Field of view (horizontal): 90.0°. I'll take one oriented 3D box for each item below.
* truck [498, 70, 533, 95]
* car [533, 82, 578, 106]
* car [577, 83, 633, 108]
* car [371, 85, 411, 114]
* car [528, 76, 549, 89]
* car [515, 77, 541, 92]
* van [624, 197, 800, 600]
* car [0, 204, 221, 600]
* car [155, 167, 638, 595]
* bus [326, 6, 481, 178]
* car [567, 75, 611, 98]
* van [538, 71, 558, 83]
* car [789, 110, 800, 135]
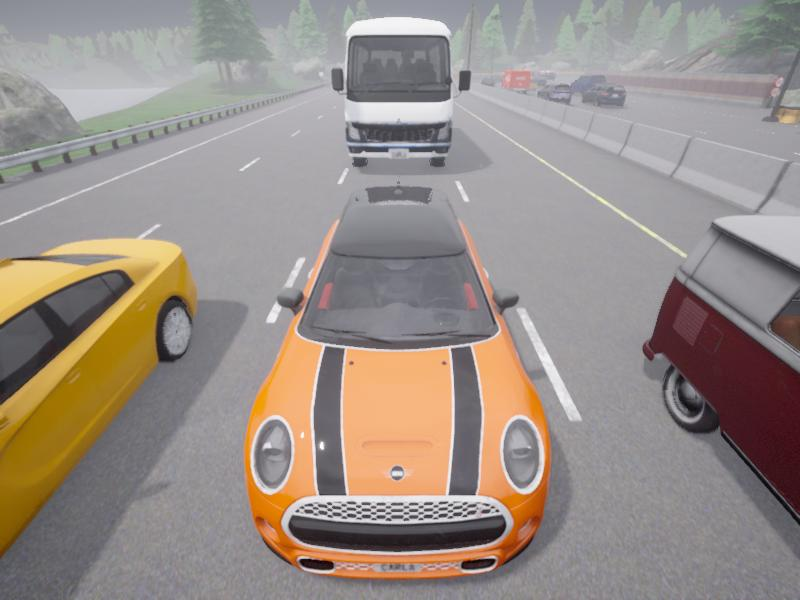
[{"bbox_3d":[13.792,-26.238,48.177,2.627,2.467,5.204,0,30,0],"label":"truck"},{"bbox_3d":[13.850,-18.564,35.960,2.033,1.649,4.856,0,30,0],"label":"car"},{"bbox_3d":[17.360,-17.544,34.178,2.242,1.667,4.611,0,30,0],"label":"car"},{"bbox_3d":[-0.575,-15.403,30.535,2.242,1.667,4.611,5,31,8],"label":"car"},{"bbox_3d":[20.788,-32.726,60.195,1.837,1.490,4.892,2,30,3],"label":"car"},{"bbox_3d":[17.264,-29.272,54.261,1.801,1.575,5.366,0,30,0],"label":"car"},{"bbox_3d":[3.485,1.048,2.218,1.775,1.987,4.442,0,30,0],"label":"van"},{"bbox_3d":[-3.516,0.723,3.211,1.882,1.535,5.008,0,30,0],"label":"car"},{"bbox_3d":[-0.018,0.025,4.149,2.097,1.767,4.553,0,30,0],"label":"car"},{"bbox_3d":[0.067,-8.147,15.643,3.944,4.253,10.273,0,30,0],"label":"bus"},{"bbox_3d":[20.810,-23.736,44.350,2.150,2.045,5.566,0,30,0],"label":"car"},{"bbox_3d":[29.974,-45.272,81.031,2.069,2.038,4.480,22,37,33],"label":"van"},{"bbox_3d":[20.938,-7.903,17.860,1.801,1.575,5.366,0,30,0],"label":"car"}]
